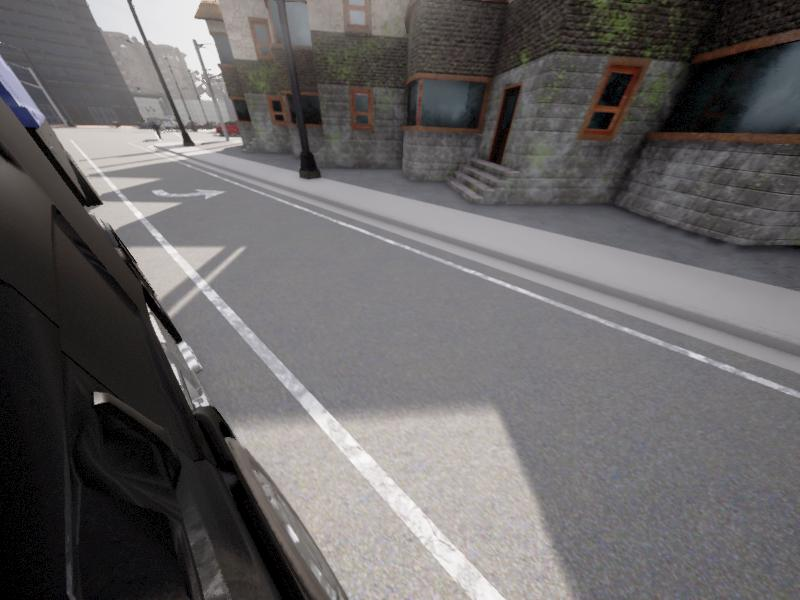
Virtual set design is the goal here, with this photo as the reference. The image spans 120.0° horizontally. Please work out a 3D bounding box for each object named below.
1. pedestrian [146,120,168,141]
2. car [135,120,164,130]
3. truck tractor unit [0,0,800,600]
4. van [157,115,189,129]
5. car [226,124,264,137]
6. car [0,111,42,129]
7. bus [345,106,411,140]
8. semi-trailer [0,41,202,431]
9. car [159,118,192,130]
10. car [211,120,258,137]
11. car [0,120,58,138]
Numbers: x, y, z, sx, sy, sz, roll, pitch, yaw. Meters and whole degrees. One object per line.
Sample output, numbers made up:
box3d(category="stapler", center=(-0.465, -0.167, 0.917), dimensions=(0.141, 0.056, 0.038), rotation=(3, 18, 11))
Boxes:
box3d(category="pedestrian", center=(-26.336, -18.389, 25.074), dimensions=(0.751, 1.860, 0.751), rotation=(-14, 40, -21))
box3d(category="car", center=(-53.076, -37.225, 49.143), dimensions=(1.816, 1.474, 4.193), rotation=(-1, 37, -5))
box3d(category="truck tractor unit", center=(-2.645, -0.295, 0.351), dimensions=(6.516, 4.208, 3.053), rotation=(28, 44, 30))
box3d(category="van", center=(-53.632, -42.124, 54.793), dimensions=(1.988, 2.561, 5.915), rotation=(-1, 37, -5))
box3d(category="car", center=(-27.275, -29.889, 40.731), dimensions=(5.008, 1.535, 1.882), rotation=(-1, 37, -5))
box3d(category="car", center=(-59.509, -27.288, 35.030), dimensions=(5.566, 2.045, 2.150), rotation=(-2, 37, -5))
box3d(category="bus", center=(-3.491, -29.638, 38.898), dimensions=(10.273, 4.253, 3.944), rotation=(-3, 37, -4))
box3d(category="semi-trailer", center=(-8.707, -3.589, 4.233), dimensions=(14.254, 4.402, 2.717), rotation=(28, 44, 30))
box3d(category="car", center=(-49.812, -39.123, 51.410), dimensions=(2.150, 2.045, 5.566), rotation=(-1, 37, -5))
box3d(category="car", center=(-26.948, -27.999, 37.782), dimensions=(5.566, 2.045, 2.150), rotation=(-1, 37, -5))
box3d(category="car", center=(-39.219, -17.890, 24.180), dimensions=(4.718, 1.301, 1.895), rotation=(11, 38, 12))
